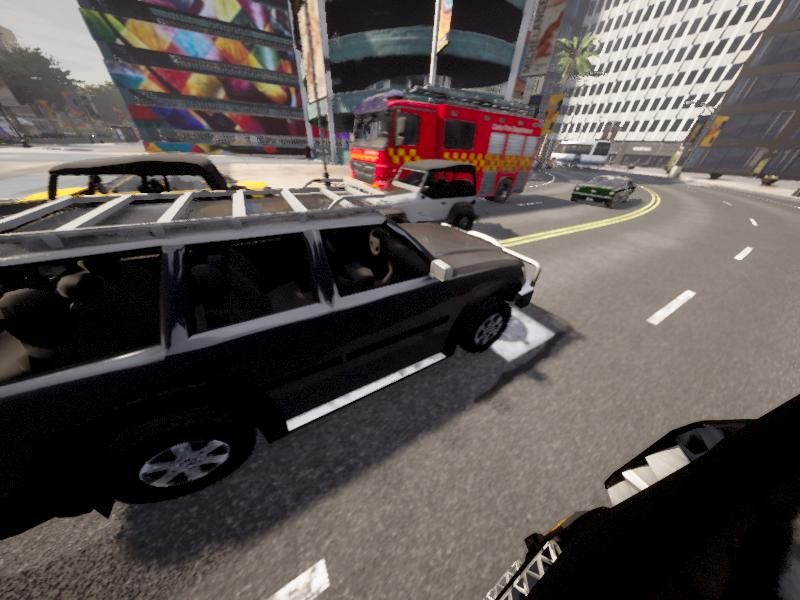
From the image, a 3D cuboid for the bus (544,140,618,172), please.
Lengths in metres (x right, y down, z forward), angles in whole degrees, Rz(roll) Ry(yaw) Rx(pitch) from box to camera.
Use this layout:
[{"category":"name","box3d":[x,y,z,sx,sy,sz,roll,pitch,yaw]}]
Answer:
[{"category":"bus","box3d":[31.968,-26.309,41.882,3.944,4.253,10.273,-1,35,-7]}]

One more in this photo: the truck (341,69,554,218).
[{"category":"truck","box3d":[2.217,-6.338,10.107,8.468,3.827,2.891,-17,39,-27]}]

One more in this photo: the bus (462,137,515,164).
[{"category":"bus","box3d":[18.479,-32.087,49.435,3.944,4.253,10.273,-13,37,-23]}]

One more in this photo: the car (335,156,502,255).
[{"category":"car","box3d":[0.499,-2.802,6.435,3.866,1.878,1.905,-16,38,-26]}]

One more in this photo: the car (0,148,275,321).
[{"category":"car","box3d":[-4.572,-1.329,3.839,3.866,1.878,1.905,-17,38,-27]}]

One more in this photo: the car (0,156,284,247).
[{"category":"car","box3d":[-6.407,-2.921,6.349,5.366,1.575,1.801,-16,38,-26]}]

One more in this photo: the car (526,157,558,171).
[{"category":"car","box3d":[22.008,-21.305,36.064,2.038,1.542,4.974,2,34,-1]}]

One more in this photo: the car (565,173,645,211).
[{"category":"car","box3d":[11.202,-5.987,12.566,4.718,1.301,1.895,-23,41,-33]}]

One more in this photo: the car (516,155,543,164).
[{"category":"car","box3d":[29.108,-31.685,52.059,2.038,1.542,4.974,-11,36,-20]}]

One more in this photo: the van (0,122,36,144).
[{"category":"van","box3d":[-56.770,-23.927,32.972,2.351,2.431,6.366,-16,38,-26]}]

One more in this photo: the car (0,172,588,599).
[{"category":"car","box3d":[-0.683,-0.175,2.435,4.605,1.855,1.932,-16,38,-26]}]
